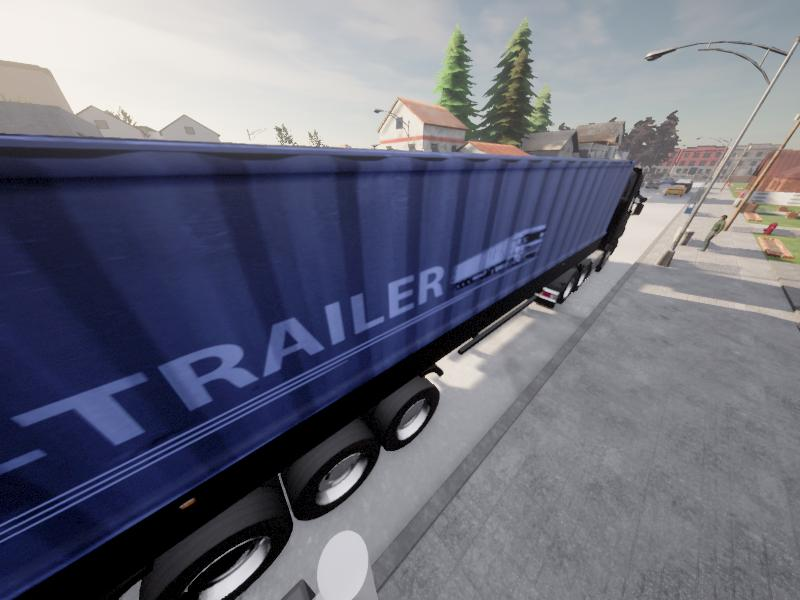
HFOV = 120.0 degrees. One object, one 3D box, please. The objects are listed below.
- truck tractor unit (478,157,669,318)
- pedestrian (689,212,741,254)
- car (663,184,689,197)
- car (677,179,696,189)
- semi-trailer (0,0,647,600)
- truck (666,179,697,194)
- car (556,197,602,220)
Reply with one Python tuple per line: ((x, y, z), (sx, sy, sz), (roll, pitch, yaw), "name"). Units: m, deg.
((6.526, -2.916, 8.839), (6.516, 4.208, 3.053), (-23, 37, -34), "truck tractor unit")
((16.017, -3.428, 11.827), (0.751, 1.860, 0.751), (20, 35, 30), "pedestrian")
((43.629, -17.307, 36.445), (5.008, 1.535, 1.882), (-23, 37, -34), "car")
((60.421, -24.417, 48.690), (3.988, 1.617, 1.851), (-22, 37, -33), "car")
((0.464, -0.462, 4.387), (14.254, 4.402, 2.717), (-23, 37, -34), "semi-trailer")
((49.349, -19.950, 40.461), (6.274, 2.098, 2.390), (-23, 37, -34), "truck")
((16.631, -8.526, 21.404), (4.181, 1.385, 1.994), (-23, 37, -34), "car")
